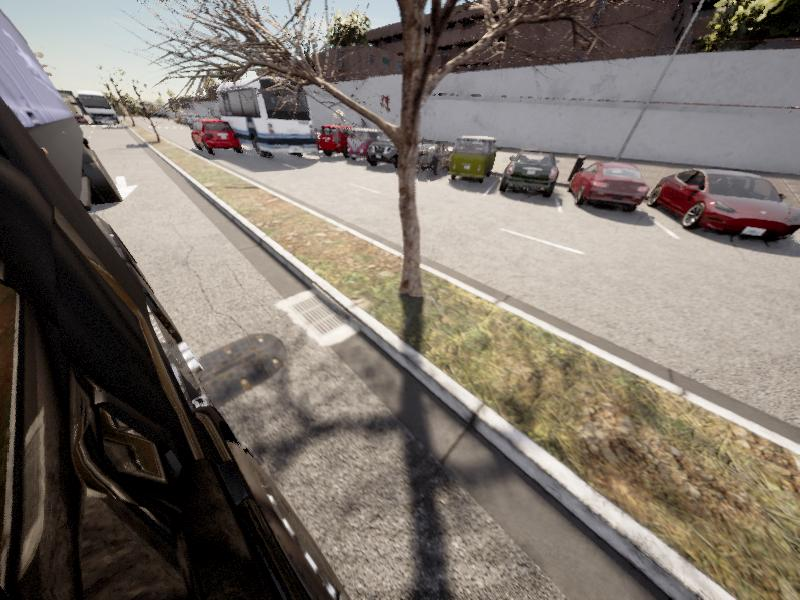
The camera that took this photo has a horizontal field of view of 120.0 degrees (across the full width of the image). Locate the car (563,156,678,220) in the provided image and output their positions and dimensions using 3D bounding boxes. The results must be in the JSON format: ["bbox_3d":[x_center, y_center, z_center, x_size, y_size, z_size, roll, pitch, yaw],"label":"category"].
[{"bbox_3d":[8.260,-4.734,9.296,2.002,1.452,4.674,18,39,19],"label":"car"}]

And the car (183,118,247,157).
[{"bbox_3d":[-14.211,-12.525,17.664,2.150,2.045,5.566,-30,48,-36],"label":"car"}]

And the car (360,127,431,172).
[{"bbox_3d":[-0.087,-10.328,15.706,2.435,2.045,5.566,18,39,18],"label":"car"}]

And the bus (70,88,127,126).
[{"bbox_3d":[-50.918,-32.595,39.258,3.944,4.253,10.273,-29,48,-35],"label":"bus"}]

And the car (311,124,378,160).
[{"bbox_3d":[-4.251,-13.051,19.055,2.435,2.045,5.566,18,39,19],"label":"car"}]

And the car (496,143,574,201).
[{"bbox_3d":[6.168,-6.196,10.828,2.185,1.767,4.553,18,39,19],"label":"car"}]

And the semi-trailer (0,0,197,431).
[{"bbox_3d":[-8.476,-3.758,4.420,14.254,4.402,2.717,31,45,32],"label":"semi-trailer"}]

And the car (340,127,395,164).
[{"bbox_3d":[-2.216,-11.606,17.307,1.878,1.987,4.442,18,39,18],"label":"car"}]

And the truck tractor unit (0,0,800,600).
[{"bbox_3d":[-2.645,-0.295,0.351,6.516,4.208,3.053,28,44,30],"label":"truck tractor unit"}]

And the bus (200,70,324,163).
[{"bbox_3d":[-10.496,-13.517,17.399,3.944,4.253,10.273,-29,48,-35],"label":"bus"}]

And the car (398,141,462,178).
[{"bbox_3d":[1.993,-8.795,14.224,2.231,1.521,4.892,18,39,19],"label":"car"}]

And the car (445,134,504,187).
[{"bbox_3d":[4.145,-7.698,12.529,1.878,1.987,4.442,18,39,19],"label":"car"}]

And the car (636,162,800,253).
[{"bbox_3d":[10.359,-3.374,7.606,2.163,1.488,4.792,18,39,18],"label":"car"}]

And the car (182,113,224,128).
[{"bbox_3d":[-39.755,-36.311,46.822,2.435,2.045,5.566,18,39,18],"label":"car"}]

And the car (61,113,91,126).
[{"bbox_3d":[-48.597,-27.186,34.728,1.994,1.385,4.181,-29,48,-35],"label":"car"}]
